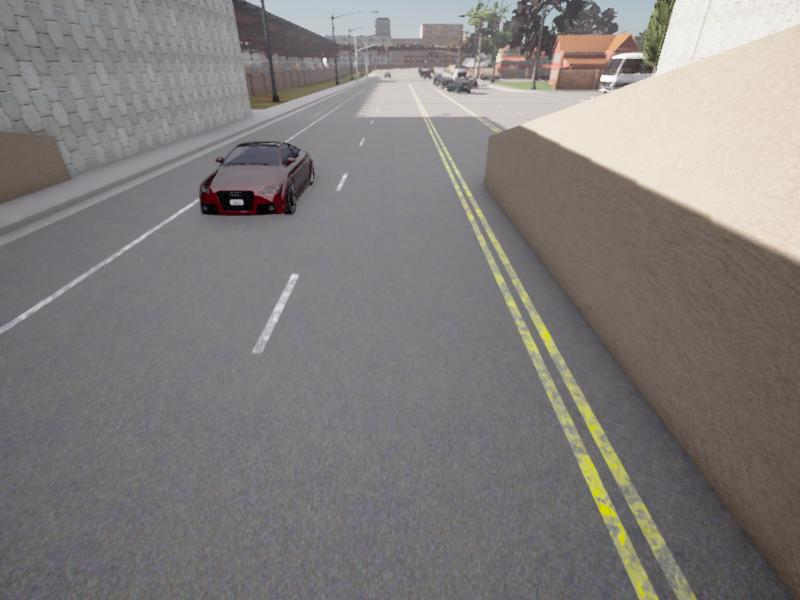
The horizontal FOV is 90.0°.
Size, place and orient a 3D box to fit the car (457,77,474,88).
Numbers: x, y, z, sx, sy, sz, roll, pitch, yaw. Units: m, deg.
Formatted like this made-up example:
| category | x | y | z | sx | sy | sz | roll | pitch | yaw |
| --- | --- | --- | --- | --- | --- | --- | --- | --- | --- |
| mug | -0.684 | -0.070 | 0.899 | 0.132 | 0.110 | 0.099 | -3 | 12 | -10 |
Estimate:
| category | x | y | z | sx | sy | sz | roll | pitch | yaw |
| --- | --- | --- | --- | --- | --- | --- | --- | --- | --- |
| car | 10.559 | -35.285 | 64.799 | 1.970 | 1.475 | 3.806 | 0 | 30 | 0 |

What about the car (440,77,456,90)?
| category | x | y | z | sx | sy | sz | roll | pitch | yaw |
| --- | --- | --- | --- | --- | --- | --- | --- | --- | --- |
| car | 7.047 | -32.170 | 59.455 | 1.837 | 1.490 | 4.892 | 0 | 30 | 0 |

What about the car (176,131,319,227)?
| category | x | y | z | sx | sy | sz | roll | pitch | yaw |
| --- | --- | --- | --- | --- | --- | --- | --- | --- | --- |
| car | -3.493 | -3.253 | 10.190 | 1.994 | 1.385 | 4.181 | 0 | 30 | 0 |

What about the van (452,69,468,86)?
| category | x | y | z | sx | sy | sz | roll | pitch | yaw |
| --- | --- | --- | --- | --- | --- | --- | --- | --- | --- |
| van | 10.534 | -39.274 | 70.560 | 1.988 | 2.561 | 5.915 | 0 | 30 | 0 |

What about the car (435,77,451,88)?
| category | x | y | z | sx | sy | sz | roll | pitch | yaw |
| --- | --- | --- | --- | --- | --- | --- | --- | --- | --- |
| car | 7.027 | -36.043 | 66.172 | 2.033 | 1.411 | 5.357 | 0 | 30 | 0 |

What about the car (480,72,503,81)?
| category | x | y | z | sx | sy | sz | roll | pitch | yaw |
| --- | --- | --- | --- | --- | --- | --- | --- | --- | --- |
| car | 20.566 | -50.414 | 90.247 | 4.605 | 1.855 | 1.932 | -1 | 30 | -1 |

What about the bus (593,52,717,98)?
| category | x | y | z | sx | sy | sz | roll | pitch | yaw |
| --- | --- | --- | --- | --- | --- | --- | --- | --- | --- |
| bus | 27.853 | -24.908 | 44.341 | 10.273 | 4.253 | 3.944 | 0 | 30 | -1 |

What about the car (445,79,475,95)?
| category | x | y | z | sx | sy | sz | roll | pitch | yaw |
| --- | --- | --- | --- | --- | --- | --- | --- | --- | --- |
| car | 7.475 | -26.913 | 50.449 | 2.007 | 1.525 | 4.514 | -8 | 31 | -13 |
